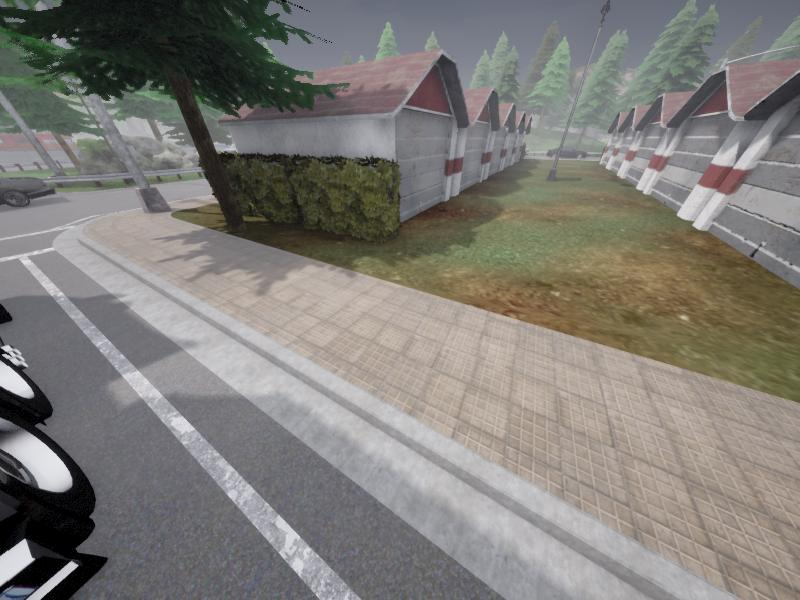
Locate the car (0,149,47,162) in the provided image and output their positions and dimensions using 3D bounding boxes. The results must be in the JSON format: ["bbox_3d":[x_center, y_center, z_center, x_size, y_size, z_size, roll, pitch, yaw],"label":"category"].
[{"bbox_3d":[-59.138,-22.363,35.575,1.837,1.490,4.892,18,39,25],"label":"car"}]

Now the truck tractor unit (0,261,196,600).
[{"bbox_3d":[-5.107,-0.305,0.786,6.516,4.208,3.053,19,39,24],"label":"truck tractor unit"}]

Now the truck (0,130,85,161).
[{"bbox_3d":[-60.676,-25.790,38.459,2.891,3.827,8.468,18,39,25],"label":"truck"}]

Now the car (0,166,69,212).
[{"bbox_3d":[-17.488,-3.973,8.742,2.033,1.411,5.357,8,36,11],"label":"car"}]
